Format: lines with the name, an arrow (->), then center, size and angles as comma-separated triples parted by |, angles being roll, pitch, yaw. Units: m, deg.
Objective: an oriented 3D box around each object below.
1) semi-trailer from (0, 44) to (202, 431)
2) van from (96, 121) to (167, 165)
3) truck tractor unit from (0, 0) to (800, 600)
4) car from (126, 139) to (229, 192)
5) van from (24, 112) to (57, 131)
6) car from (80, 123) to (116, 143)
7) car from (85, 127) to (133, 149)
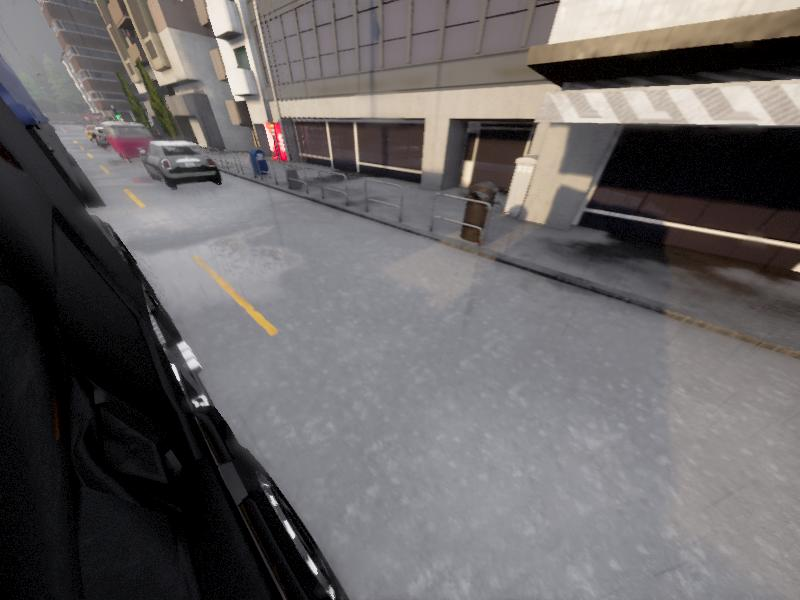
semi-trailer -> -8.712, -3.552, 4.276 | 14.254, 4.402, 2.717 | 28, 44, 30
van -> -17.071, -10.051, 14.679 | 4.442, 1.987, 1.775 | 28, 44, 30
truck tractor unit -> -2.645, -0.295, 0.351 | 6.516, 4.208, 3.053 | 28, 44, 30
car -> -9.403, -5.822, 9.780 | 3.806, 1.475, 1.970 | 28, 44, 30
van -> -63.429, -31.491, 40.824 | 5.915, 2.561, 1.988 | 28, 44, 30
car -> -34.483, -19.074, 26.334 | 5.366, 1.575, 1.801 | 30, 45, 32
car -> -26.286, -14.673, 20.888 | 3.806, 1.475, 1.970 | 28, 44, 30
